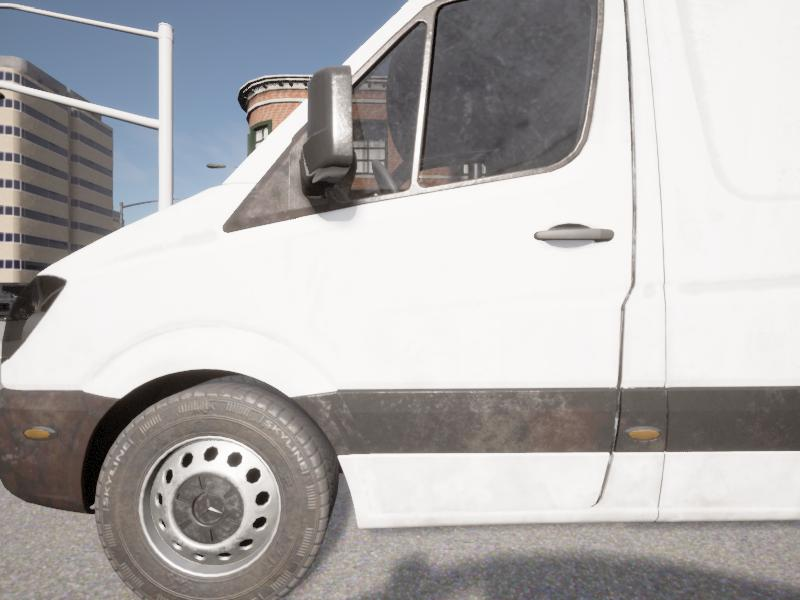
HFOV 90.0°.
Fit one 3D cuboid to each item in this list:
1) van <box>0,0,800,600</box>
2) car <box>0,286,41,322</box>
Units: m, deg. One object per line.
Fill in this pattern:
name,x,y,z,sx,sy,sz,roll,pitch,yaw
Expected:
van,1.351,-0.278,2.210,5.915,2.561,1.988,0,0,0
car,-18.962,0.171,17.454,1.930,1.638,5.238,0,0,0
